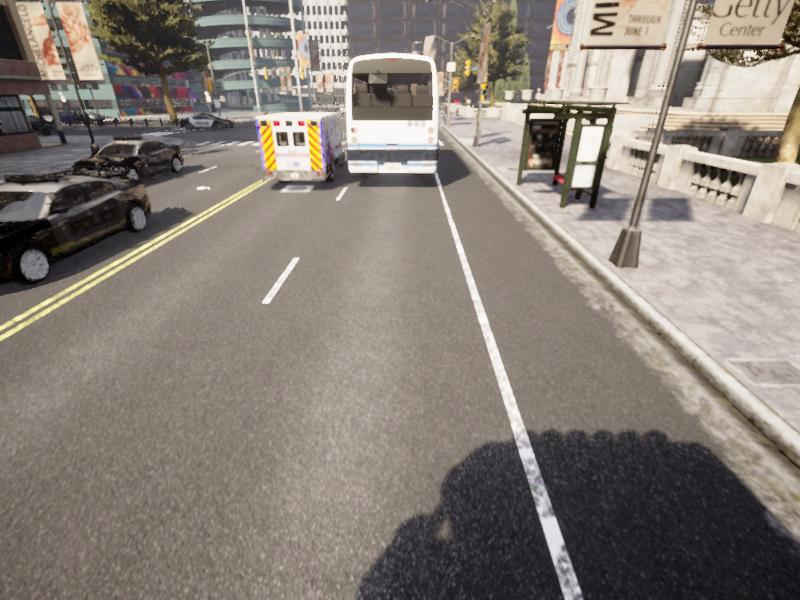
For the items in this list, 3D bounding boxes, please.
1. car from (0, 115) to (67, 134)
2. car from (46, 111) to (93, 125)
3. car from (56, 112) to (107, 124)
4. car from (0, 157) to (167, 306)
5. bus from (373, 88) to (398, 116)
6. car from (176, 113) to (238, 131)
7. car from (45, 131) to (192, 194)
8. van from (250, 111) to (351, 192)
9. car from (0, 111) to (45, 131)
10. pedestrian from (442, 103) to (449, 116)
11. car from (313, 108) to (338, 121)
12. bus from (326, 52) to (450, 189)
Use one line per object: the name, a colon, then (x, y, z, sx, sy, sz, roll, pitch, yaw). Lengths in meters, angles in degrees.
car: (-34.091, -16.263, 37.037, 4.674, 1.442, 1.812, 1, 27, 1)
car: (-39.000, -21.544, 47.308, 3.633, 1.501, 1.845, 1, 27, 1)
car: (-40.127, -23.041, 50.499, 4.718, 1.301, 1.895, 1, 27, 1)
car: (-7.419, -1.734, 8.298, 1.930, 1.638, 5.238, 1, 27, 1)
bus: (-2.389, -35.817, 72.285, 3.944, 4.253, 10.273, 0, 27, 1)
car: (-19.151, -17.802, 39.957, 4.974, 1.542, 2.038, 0, 27, -1)
car: (-10.737, -5.641, 15.966, 1.930, 1.638, 5.238, 1, 27, 1)
van: (-3.697, -6.397, 16.580, 2.351, 2.431, 6.366, 1, 27, 1)
car: (-39.138, -17.977, 40.150, 4.611, 1.667, 2.242, 1, 27, 1)
pedestrian: (7.248, -30.395, 63.896, 0.751, 1.860, 0.751, 10, 29, 19)
car: (-10.638, -26.630, 57.271, 1.845, 1.501, 3.633, 11, 29, 20)
bus: (-0.269, -8.240, 18.180, 3.944, 4.253, 10.273, 1, 27, 1)
